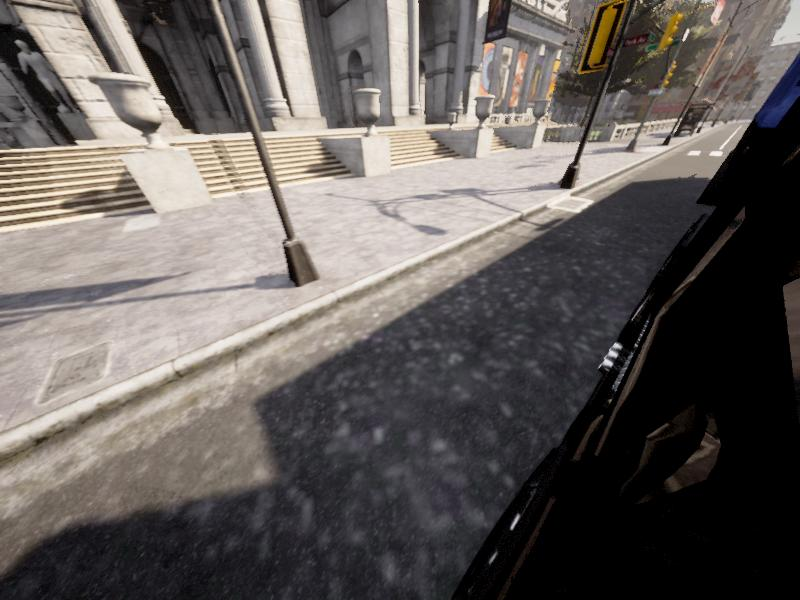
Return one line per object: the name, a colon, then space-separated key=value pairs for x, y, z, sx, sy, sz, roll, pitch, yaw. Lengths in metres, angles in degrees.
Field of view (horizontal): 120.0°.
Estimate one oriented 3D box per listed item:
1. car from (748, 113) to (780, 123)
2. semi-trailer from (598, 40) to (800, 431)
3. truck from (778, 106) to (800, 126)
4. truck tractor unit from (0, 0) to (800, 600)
car: x=79.520 y=-39.718 z=50.472 sx=4.674 sy=1.452 sz=2.002 roll=-14 pitch=38 yaw=-15
semi-trailer: x=8.695 y=-3.606 z=4.233 sx=14.254 sy=4.402 sz=2.717 roll=-28 pitch=44 yaw=-30
truck: x=62.741 y=-28.909 z=36.249 sx=5.204 sy=2.467 sz=2.627 roll=-28 pitch=44 yaw=-30
truck tractor unit: x=2.645 y=-0.295 z=0.351 sx=6.516 sy=4.208 sz=3.053 roll=-28 pitch=44 yaw=-30
